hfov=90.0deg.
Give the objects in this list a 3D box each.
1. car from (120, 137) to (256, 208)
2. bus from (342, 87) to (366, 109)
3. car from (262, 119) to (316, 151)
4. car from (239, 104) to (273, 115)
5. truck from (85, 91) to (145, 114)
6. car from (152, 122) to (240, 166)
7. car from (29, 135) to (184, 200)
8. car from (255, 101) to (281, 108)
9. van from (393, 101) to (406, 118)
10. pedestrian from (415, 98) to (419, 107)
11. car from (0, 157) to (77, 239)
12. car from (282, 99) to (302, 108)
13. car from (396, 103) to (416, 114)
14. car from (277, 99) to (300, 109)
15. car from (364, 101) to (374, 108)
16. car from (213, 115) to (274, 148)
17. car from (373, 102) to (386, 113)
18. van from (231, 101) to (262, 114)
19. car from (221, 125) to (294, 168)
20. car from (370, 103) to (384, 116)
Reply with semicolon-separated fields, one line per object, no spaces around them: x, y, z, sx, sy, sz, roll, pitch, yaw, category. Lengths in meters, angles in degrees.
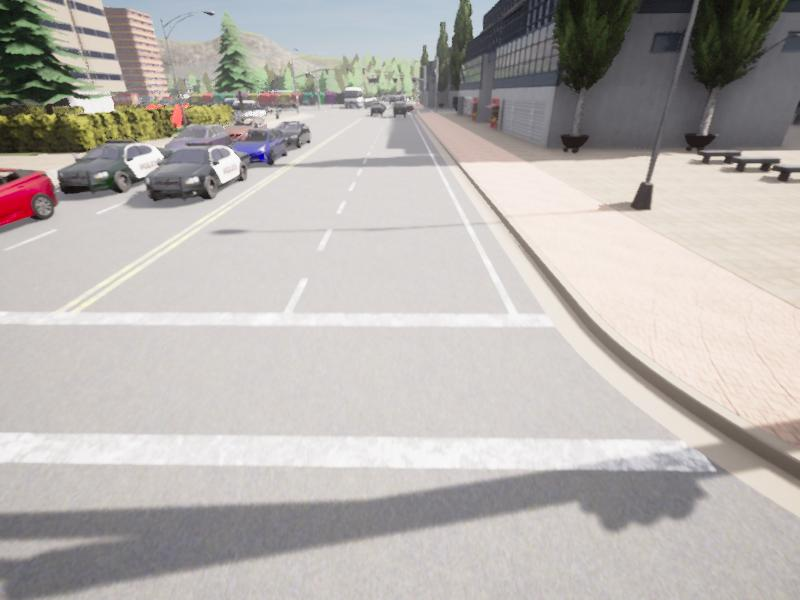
-7.012;-4.645;14.025;2.038;1.542;4.974;0;27;0;car
-10.543;-46.771;92.630;3.944;4.253;10.273;0;27;1;bus
-7.019;-10.767;25.893;2.128;1.511;4.902;0;27;0;car
-24.574;-32.482;68.265;4.902;1.511;2.128;0;27;0;car
-54.739;-38.129;77.055;8.468;3.827;2.891;0;27;0;truck
-10.515;-8.347;21.138;2.033;1.649;4.856;0;27;0;car
-10.512;-5.111;14.980;2.038;1.542;4.974;0;27;0;car
-31.415;-46.406;95.016;5.357;1.415;2.033;0;27;0;car
-0.050;-27.265;57.198;1.775;1.987;4.442;0;27;0;van
4.080;-47.570;96.186;0.751;1.860;0.751;3;28;6;pedestrian
-10.571;-2.246;9.442;2.007;1.525;4.514;0;27;2;car
-24.976;-45.406;92.475;3.866;1.878;1.905;0;27;0;car
1.054;-31.797;66.405;1.789;1.549;3.705;14;31;25;car
-25.031;-44.080;89.903;4.605;1.855;1.932;0;27;0;car
-7.149;-45.611;93.337;1.837;1.490;4.892;0;27;1;car
-10.522;-11.596;27.378;2.242;1.667;4.611;-1;27;0;car
-3.679;-34.831;72.265;2.033;1.649;4.856;-1;27;0;car
-27.272;-34.331;71.239;4.480;2.038;2.069;0;27;0;van
-7.015;-7.849;20.230;2.007;1.525;4.514;0;27;0;car
-3.565;-29.532;62.016;1.930;1.638;5.238;-1;27;0;car
